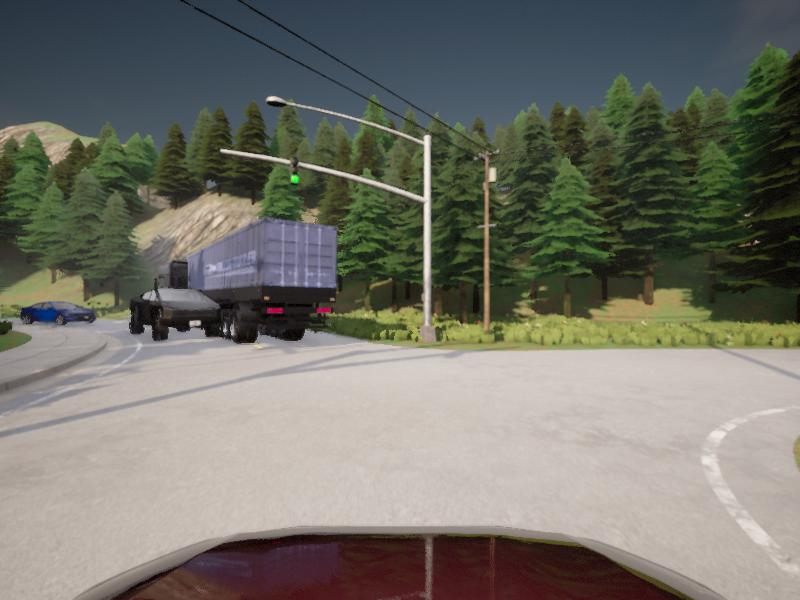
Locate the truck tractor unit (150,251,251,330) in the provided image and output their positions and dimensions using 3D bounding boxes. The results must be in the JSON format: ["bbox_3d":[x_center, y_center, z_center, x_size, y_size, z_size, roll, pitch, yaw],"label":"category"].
[{"bbox_3d":[-12.403,-0.517,24.610,6.516,4.208,3.053,0,0,38],"label":"truck tractor unit"}]

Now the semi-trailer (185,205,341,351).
[{"bbox_3d":[-7.343,-0.623,18.595,2.717,4.402,14.254,1,-1,-36],"label":"semi-trailer"}]

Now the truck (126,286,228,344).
[{"bbox_3d":[-10.005,0.547,17.612,2.390,2.098,6.274,0,0,-44],"label":"truck"}]

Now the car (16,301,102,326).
[{"bbox_3d":[-22.114,0.828,25.933,5.008,1.535,1.882,0,0,18],"label":"car"}]
